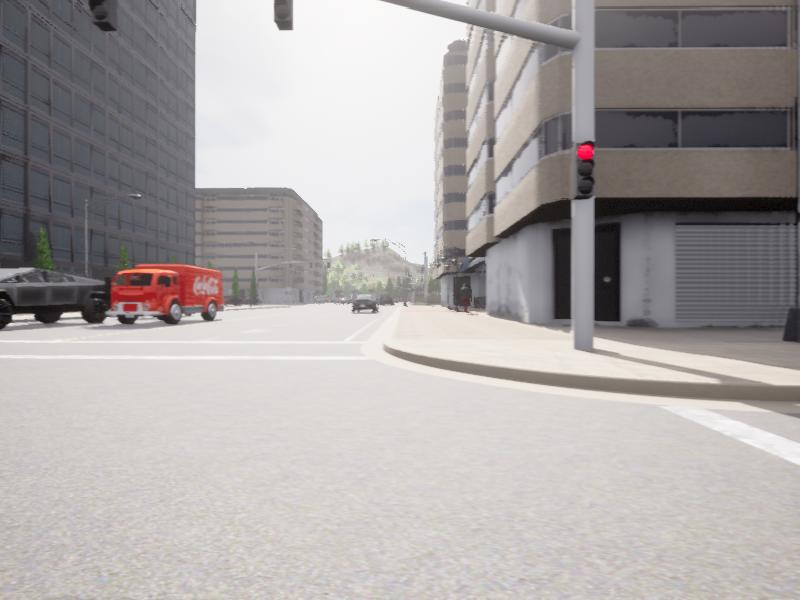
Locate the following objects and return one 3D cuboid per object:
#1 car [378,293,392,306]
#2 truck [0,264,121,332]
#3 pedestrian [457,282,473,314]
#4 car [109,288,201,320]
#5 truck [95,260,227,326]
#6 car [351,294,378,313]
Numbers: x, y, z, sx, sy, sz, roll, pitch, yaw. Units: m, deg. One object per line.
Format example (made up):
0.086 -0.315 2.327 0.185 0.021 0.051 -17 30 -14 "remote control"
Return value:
-2.473 -0.061 68.930 2.150 2.045 5.566 0 0 1 "car"
-13.534 -0.074 14.528 2.390 2.098 6.274 0 0 1 "truck"
3.781 -0.111 23.257 0.751 1.860 0.751 0 0 -9 "pedestrian"
-13.400 0.186 22.361 1.801 1.575 5.366 0 0 1 "car"
-9.991 -0.255 17.433 2.627 2.467 5.204 0 0 1 "truck"
-2.837 0.266 32.821 1.812 1.442 4.674 0 0 1 "car"
